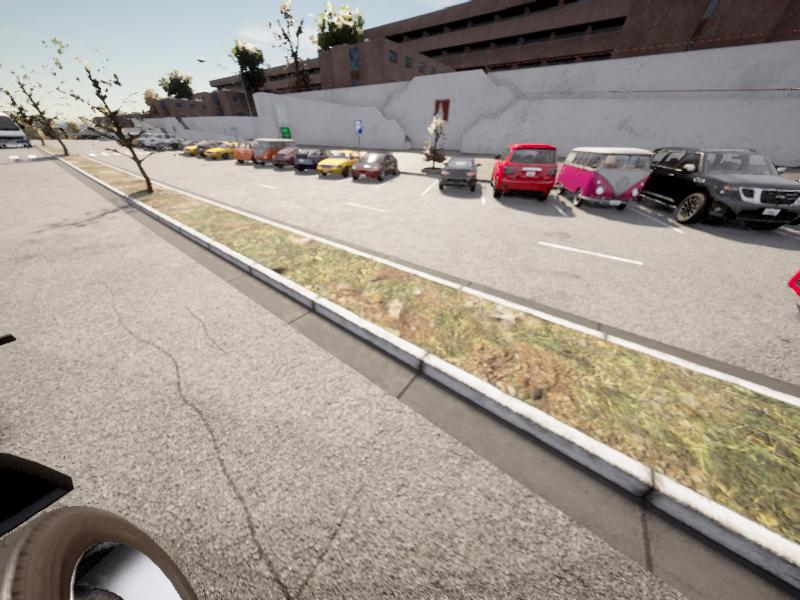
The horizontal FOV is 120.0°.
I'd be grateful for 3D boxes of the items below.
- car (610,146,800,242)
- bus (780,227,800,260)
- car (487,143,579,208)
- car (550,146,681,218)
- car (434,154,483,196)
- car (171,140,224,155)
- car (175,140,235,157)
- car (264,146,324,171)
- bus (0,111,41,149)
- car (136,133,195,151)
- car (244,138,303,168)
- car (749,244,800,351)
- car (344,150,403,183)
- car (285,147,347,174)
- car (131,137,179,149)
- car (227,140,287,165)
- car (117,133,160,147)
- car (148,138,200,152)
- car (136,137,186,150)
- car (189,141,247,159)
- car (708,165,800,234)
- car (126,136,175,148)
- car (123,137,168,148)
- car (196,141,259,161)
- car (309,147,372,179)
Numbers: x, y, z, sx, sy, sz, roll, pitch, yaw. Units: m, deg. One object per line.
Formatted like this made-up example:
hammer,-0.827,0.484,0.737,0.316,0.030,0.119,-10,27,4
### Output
car,10.532,-4.097,8.063,2.435,2.045,5.566,10,36,13
bus,12.694,-0.402,0.904,10.273,4.253,3.944,23,41,29
car,5.721,-6.177,10.975,2.435,2.045,5.566,10,36,13
car,8.098,-5.051,9.440,1.878,1.987,4.442,10,36,13
car,3.300,-6.948,12.544,2.002,1.452,4.674,10,36,13
car,-25.612,-19.527,29.522,2.002,1.452,4.674,10,36,13
car,-23.250,-18.406,27.945,1.946,1.575,5.366,11,36,12
car,-8.752,-12.137,19.658,2.002,1.452,4.674,10,36,13
bus,-57.906,-24.803,33.791,10.273,4.253,3.944,23,41,28
car,-35.229,-23.989,35.027,2.435,2.045,5.566,10,36,13
car,-11.175,-13.337,20.828,1.878,1.987,4.442,11,36,12
car,7.845,0.500,1.493,5.566,2.045,2.150,23,41,29
car,-1.523,-9.005,15.370,2.163,1.488,4.792,10,36,12
car,-6.333,-11.116,18.263,2.163,1.488,4.792,10,36,13
car,-40.058,-25.852,37.974,2.231,1.521,4.892,10,36,13
car,-13.574,-14.360,22.369,2.185,1.767,4.553,10,36,13
car,-47.303,-29.105,42.008,1.878,1.987,4.442,10,36,12
car,-32.821,-22.719,33.738,2.231,1.521,4.892,11,36,12
car,-37.640,-24.814,36.564,2.097,1.535,5.008,11,36,12
car,-20.788,-17.439,26.728,2.163,1.488,4.792,10,36,13
car,12.937,-2.880,6.794,2.231,1.521,4.892,10,35,13
car,-42.412,-27.004,39.540,1.946,1.575,5.366,10,36,13
car,-44.865,-27.934,40.853,2.163,1.488,4.792,10,36,13
car,-18.433,-16.288,25.132,1.946,1.575,5.366,11,36,12
car,-3.972,-9.984,16.650,1.946,1.575,5.366,10,36,12
